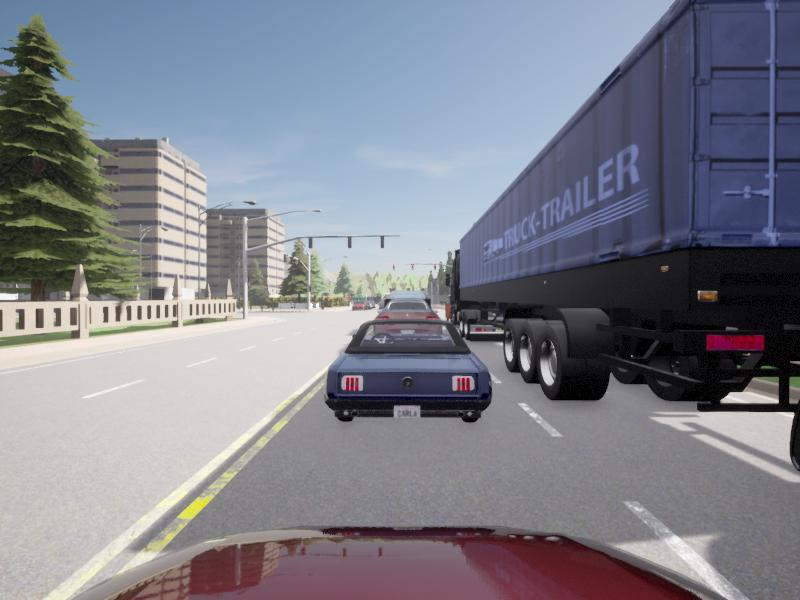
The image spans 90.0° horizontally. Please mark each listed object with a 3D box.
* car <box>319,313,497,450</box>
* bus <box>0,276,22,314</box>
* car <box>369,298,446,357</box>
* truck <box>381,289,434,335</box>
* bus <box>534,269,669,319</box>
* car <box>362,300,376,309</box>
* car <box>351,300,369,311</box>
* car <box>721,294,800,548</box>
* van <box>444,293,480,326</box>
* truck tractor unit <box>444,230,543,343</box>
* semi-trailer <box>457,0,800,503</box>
[{"bbox_3d":[0.126,0.944,6.620,1.895,1.301,4.718,0,0,1],"label":"car"},{"bbox_3d":[-49.263,-0.534,44.816,10.273,4.253,3.944,0,0,1],"label":"bus"},{"bbox_3d":[0.260,0.780,13.741,2.152,1.651,5.027,0,0,1],"label":"car"},{"bbox_3d":[0.401,0.542,21.231,2.390,2.098,6.274,0,0,1],"label":"truck"},{"bbox_3d":[17.963,-0.535,36.359,10.273,4.253,3.944,0,0,1],"label":"bus"},{"bbox_3d":[-5.621,0.778,73.200,2.033,1.649,4.856,0,0,1],"label":"car"},{"bbox_3d":[-5.934,0.828,60.011,2.007,1.525,4.514,0,0,3],"label":"car"},{"bbox_3d":[3.508,0.780,0.593,1.930,1.638,5.238,0,0,1],"label":"car"},{"bbox_3d":[4.008,0.598,26.517,1.775,1.987,4.442,0,0,1],"label":"van"},{"bbox_3d":[3.842,-0.514,18.114,3.053,4.208,6.516,0,0,1],"label":"truck tractor unit"},{"bbox_3d":[3.699,-0.618,10.202,2.717,4.402,14.254,0,0,1],"label":"semi-trailer"}]
